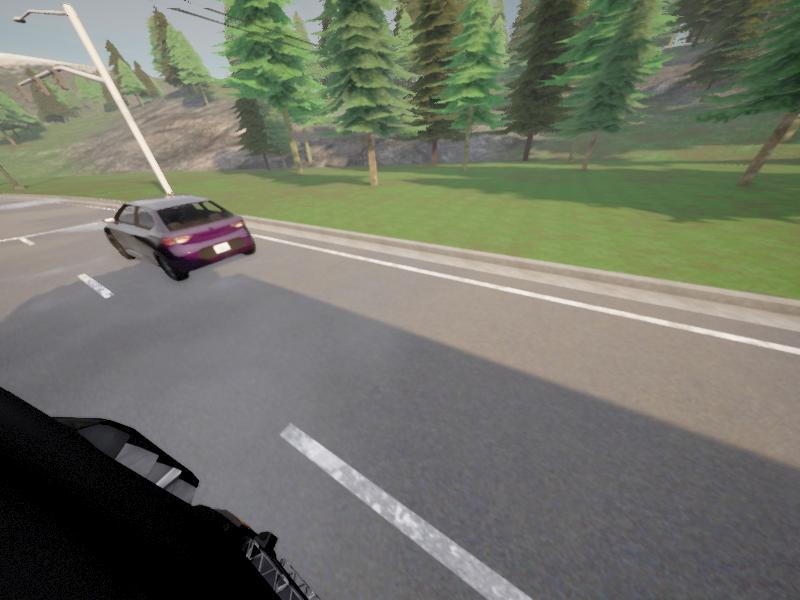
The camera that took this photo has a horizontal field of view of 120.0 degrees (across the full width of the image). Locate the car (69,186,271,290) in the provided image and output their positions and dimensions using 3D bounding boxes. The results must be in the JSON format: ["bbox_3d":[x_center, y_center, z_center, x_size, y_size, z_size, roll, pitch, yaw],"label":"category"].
[{"bbox_3d":[-5.552,-1.761,5.637,4.193,1.474,1.816,16,38,25],"label":"car"}]
